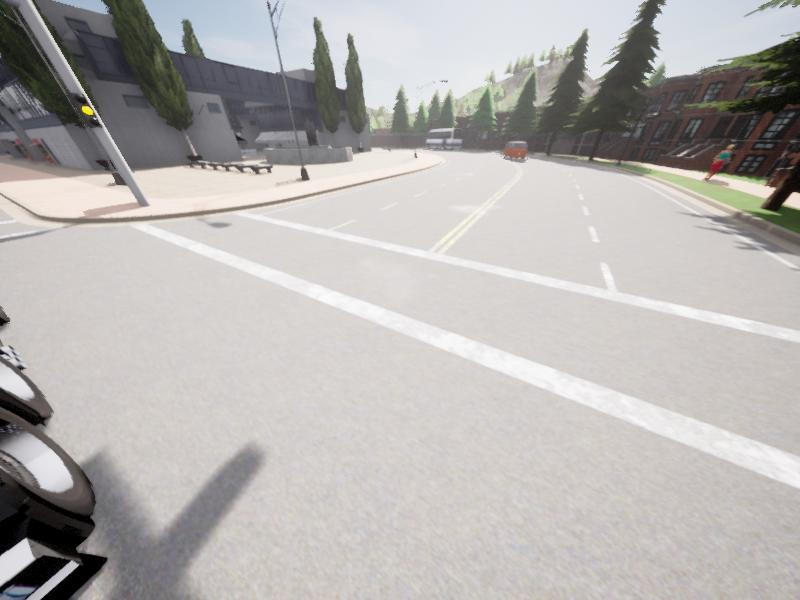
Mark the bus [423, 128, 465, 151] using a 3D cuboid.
[{"bbox_3d":[10.265,-38.669,55.743,3.944,4.253,10.273,-19,39,-26],"label":"bus"}]

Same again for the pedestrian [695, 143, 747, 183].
[{"bbox_3d":[17.857,-7.666,12.931,0.751,1.860,0.751,17,38,23],"label":"pedestrian"}]

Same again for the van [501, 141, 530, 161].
[{"bbox_3d":[15.042,-19.655,30.370,1.775,1.987,4.442,3,35,4],"label":"van"}]

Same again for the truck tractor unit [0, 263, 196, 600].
[{"bbox_3d":[-5.109,-0.303,0.784,6.516,4.208,3.053,18,39,24],"label":"truck tractor unit"}]
